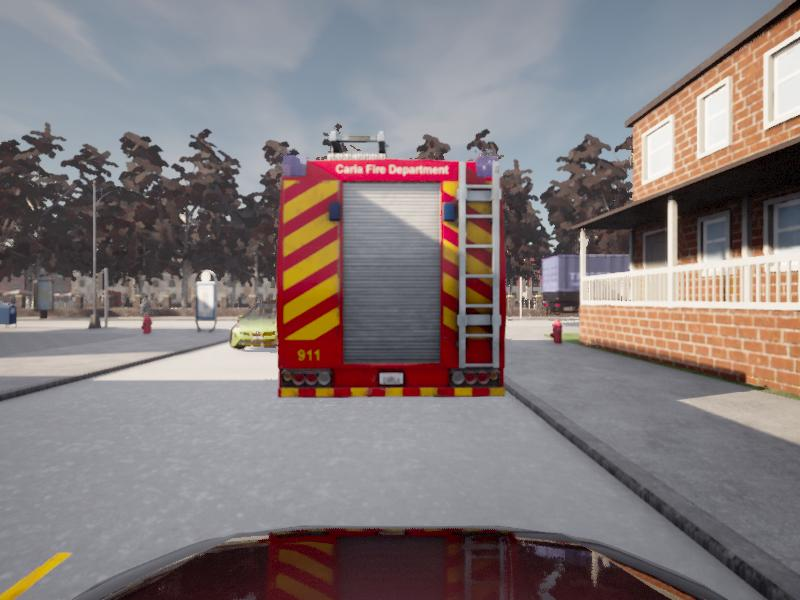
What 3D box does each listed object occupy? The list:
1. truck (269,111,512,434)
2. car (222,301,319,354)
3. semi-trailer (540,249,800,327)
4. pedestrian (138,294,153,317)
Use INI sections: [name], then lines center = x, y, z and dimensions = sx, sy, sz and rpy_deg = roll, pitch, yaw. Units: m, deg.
[truck]
center = -0.180, -0.341, 8.998
dimensions = 2.891, 3.827, 8.468
rpy_deg = 0, 0, -1
[car]
center = -4.203, 0.794, 13.824
dimensions = 2.007, 1.525, 4.514
rpy_deg = 0, 0, -2
[semi-trailer]
center = 15.953, -0.676, 23.958
dimensions = 14.254, 4.402, 2.717
rpy_deg = 0, 0, -1
[pedestrian]
center = -20.701, 0.452, 32.575
dimensions = 0.751, 1.860, 0.751
rpy_deg = 0, 0, -1
